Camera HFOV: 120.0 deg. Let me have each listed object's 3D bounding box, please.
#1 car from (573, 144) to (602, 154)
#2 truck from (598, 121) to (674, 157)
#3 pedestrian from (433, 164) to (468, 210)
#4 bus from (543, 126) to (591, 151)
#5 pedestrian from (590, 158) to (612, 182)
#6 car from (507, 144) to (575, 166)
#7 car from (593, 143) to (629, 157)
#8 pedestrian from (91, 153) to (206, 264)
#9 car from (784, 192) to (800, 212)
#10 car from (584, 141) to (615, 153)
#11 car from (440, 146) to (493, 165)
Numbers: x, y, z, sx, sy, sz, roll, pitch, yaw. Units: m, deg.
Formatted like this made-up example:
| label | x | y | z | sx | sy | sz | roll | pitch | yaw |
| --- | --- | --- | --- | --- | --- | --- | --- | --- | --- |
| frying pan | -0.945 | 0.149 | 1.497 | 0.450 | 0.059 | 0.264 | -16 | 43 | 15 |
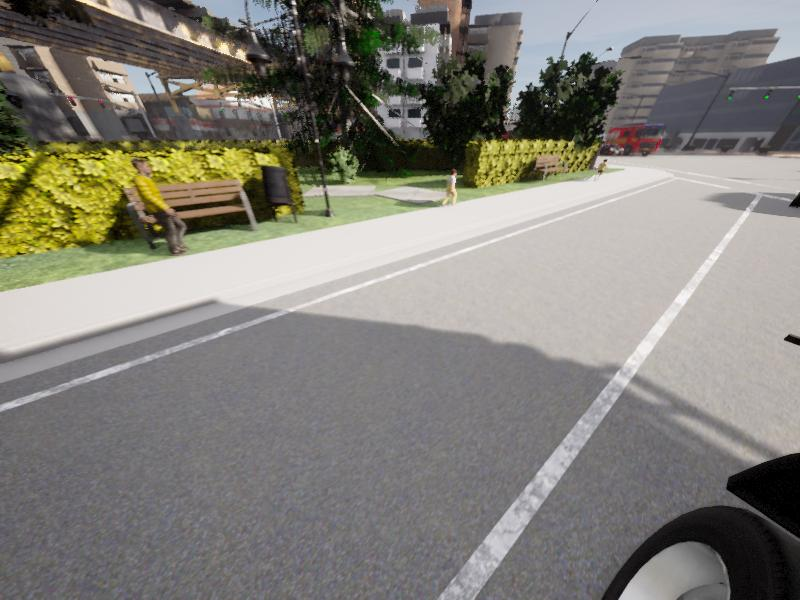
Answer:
| label | x | y | z | sx | sy | sz | roll | pitch | yaw |
| --- | --- | --- | --- | --- | --- | --- | --- | --- | --- |
| car | 30.994 | -25.120 | 38.362 | 1.994 | 1.385 | 4.181 | 6 | 35 | 9 |
| truck | 33.610 | -23.375 | 33.656 | 2.891 | 3.827 | 8.468 | 6 | 35 | 8 |
| pedestrian | 1.731 | -3.980 | 8.110 | 0.751 | 1.300 | 0.751 | -18 | 39 | -23 |
| bus | 37.852 | -37.014 | 53.154 | 3.944 | 4.253 | 10.273 | 3 | 35 | 5 |
| pedestrian | 11.166 | -7.251 | 12.838 | 0.500 | 1.100 | 0.500 | 26 | 43 | 32 |
| car | 13.463 | -14.177 | 22.484 | 5.027 | 1.651 | 2.152 | 6 | 36 | 9 |
| car | 29.712 | -21.257 | 32.672 | 1.970 | 1.475 | 3.806 | 6 | 35 | 9 |
| pedestrian | -4.765 | -1.800 | 4.590 | 0.751 | 1.860 | 0.751 | -22 | 41 | -28 |
| car | 16.863 | -4.433 | 8.257 | 5.566 | 2.045 | 2.150 | -20 | 40 | -26 |
| car | 35.074 | -27.087 | 40.833 | 2.097 | 1.767 | 4.553 | 6 | 35 | 8 |
| car | 6.650 | -14.835 | 23.596 | 4.792 | 1.488 | 2.163 | 6 | 36 | 9 |
